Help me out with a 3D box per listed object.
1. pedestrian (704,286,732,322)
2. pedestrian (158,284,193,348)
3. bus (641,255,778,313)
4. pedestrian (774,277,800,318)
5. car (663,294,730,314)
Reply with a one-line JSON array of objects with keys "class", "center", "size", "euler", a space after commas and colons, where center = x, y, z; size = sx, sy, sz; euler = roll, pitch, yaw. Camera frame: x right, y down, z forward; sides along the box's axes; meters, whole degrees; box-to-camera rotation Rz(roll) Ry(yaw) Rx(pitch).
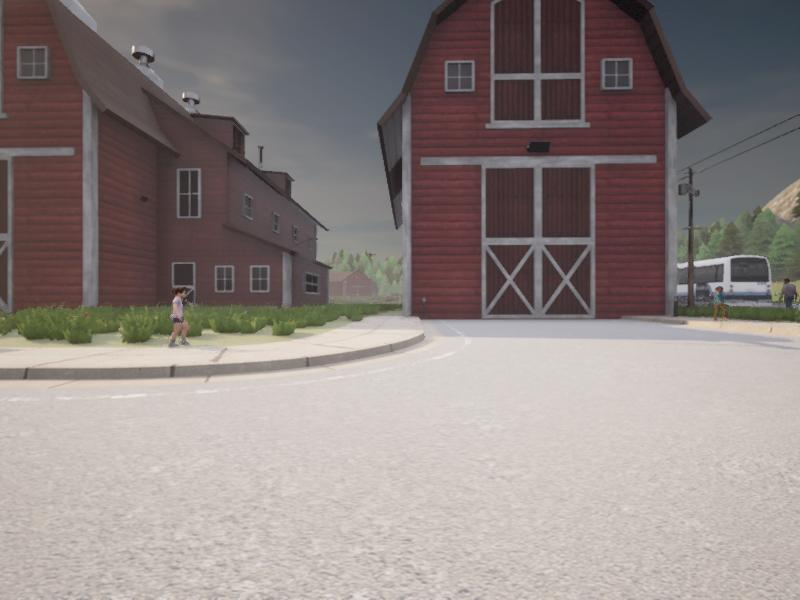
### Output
[{"class": "pedestrian", "center": [10.044, 0.132, 12.629], "size": [0.500, 1.100, 0.500], "euler": [0, 0, -16]}, {"class": "pedestrian", "center": [-4.001, 0.273, 7.142], "size": [0.500, 1.100, 0.500], "euler": [0, 0, -24]}, {"class": "bus", "center": [25.579, -1.145, 34.175], "size": [3.944, 4.253, 10.273], "euler": [0, 0, 2]}, {"class": "pedestrian", "center": [17.925, -0.114, 18.420], "size": [0.751, 1.860, 0.751], "euler": [0, 0, 3]}, {"class": "car", "center": [22.066, 0.303, 30.032], "size": [1.994, 1.385, 4.181], "euler": [0, 0, 2]}]
